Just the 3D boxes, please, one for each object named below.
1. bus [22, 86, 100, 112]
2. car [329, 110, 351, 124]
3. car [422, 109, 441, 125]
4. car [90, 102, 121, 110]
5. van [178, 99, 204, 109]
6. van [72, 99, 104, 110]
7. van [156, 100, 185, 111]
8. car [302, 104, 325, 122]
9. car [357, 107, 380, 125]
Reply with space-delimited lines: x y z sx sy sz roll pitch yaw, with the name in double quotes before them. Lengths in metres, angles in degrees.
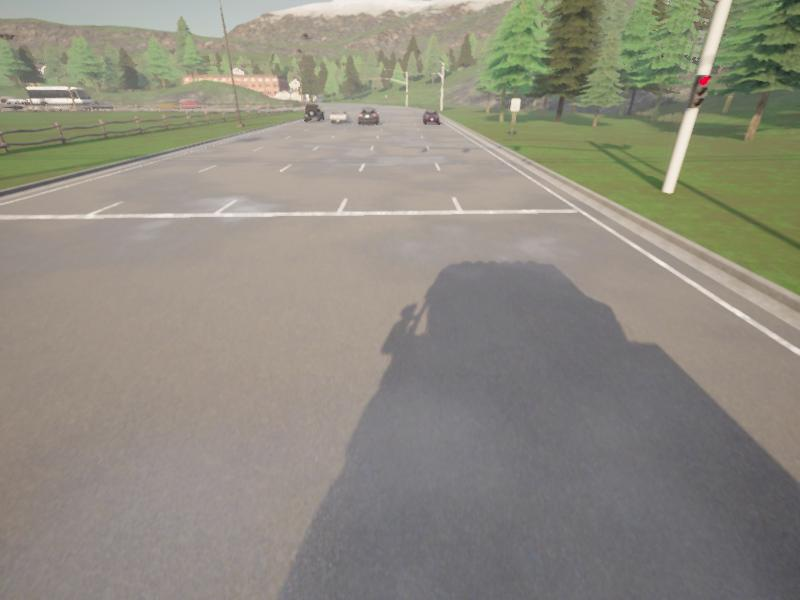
"bus" -64.743 -38.472 76.615 10.273 4.253 3.944 0 27 -1
"car" -7.004 -21.540 46.995 1.895 1.301 4.718 0 27 0
"car" 3.495 -20.836 45.434 1.816 1.474 4.193 0 27 0
"car" -63.691 -41.995 86.490 4.792 1.488 2.163 0 27 -1
"van" -46.773 -43.914 89.658 4.442 1.987 1.775 0 27 -1
"van" -64.958 -40.633 83.238 4.480 2.038 2.069 0 27 -1
"van" -46.092 -39.108 80.330 4.442 1.987 1.775 0 27 -1
"car" -10.504 -22.811 48.811 1.905 1.878 3.866 0 27 0
"car" -3.503 -20.695 44.944 2.242 1.667 4.611 0 27 0
